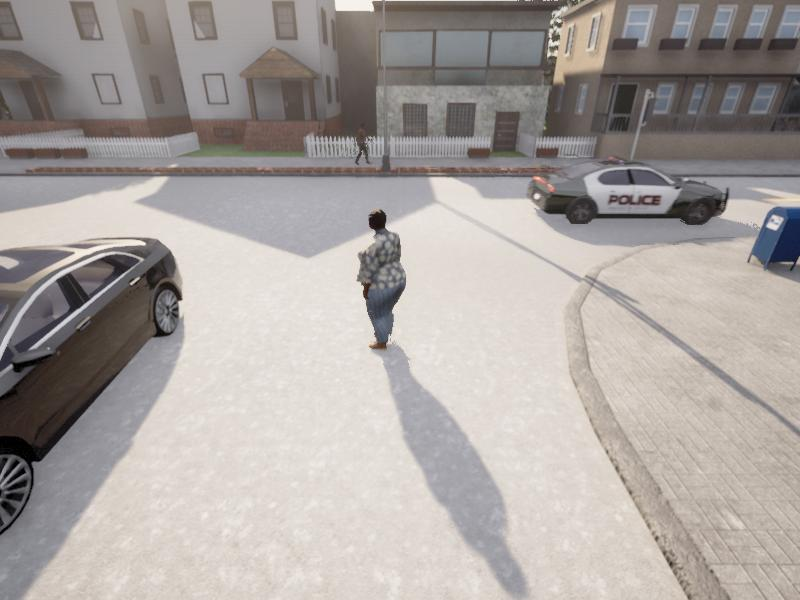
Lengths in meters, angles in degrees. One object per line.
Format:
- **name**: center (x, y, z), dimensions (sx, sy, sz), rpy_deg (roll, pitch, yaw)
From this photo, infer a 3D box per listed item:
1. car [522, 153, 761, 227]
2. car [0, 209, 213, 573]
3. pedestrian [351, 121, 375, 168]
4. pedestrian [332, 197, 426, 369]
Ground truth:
- **car**: center (6.181, -3.026, 10.862), dimensions (4.974, 1.542, 2.038), rpy_deg (0, 27, 0)
- **car**: center (-4.022, 0.464, 4.072), dimensions (2.128, 1.511, 4.902), rpy_deg (-2, 27, -3)
- **pedestrian**: center (-1.642, -6.975, 17.915), dimensions (0.751, 1.860, 0.751), rpy_deg (8, 28, 16)
- **pedestrian**: center (-0.233, -0.217, 4.964), dimensions (0.751, 1.860, 0.751), rpy_deg (19, 33, 33)
